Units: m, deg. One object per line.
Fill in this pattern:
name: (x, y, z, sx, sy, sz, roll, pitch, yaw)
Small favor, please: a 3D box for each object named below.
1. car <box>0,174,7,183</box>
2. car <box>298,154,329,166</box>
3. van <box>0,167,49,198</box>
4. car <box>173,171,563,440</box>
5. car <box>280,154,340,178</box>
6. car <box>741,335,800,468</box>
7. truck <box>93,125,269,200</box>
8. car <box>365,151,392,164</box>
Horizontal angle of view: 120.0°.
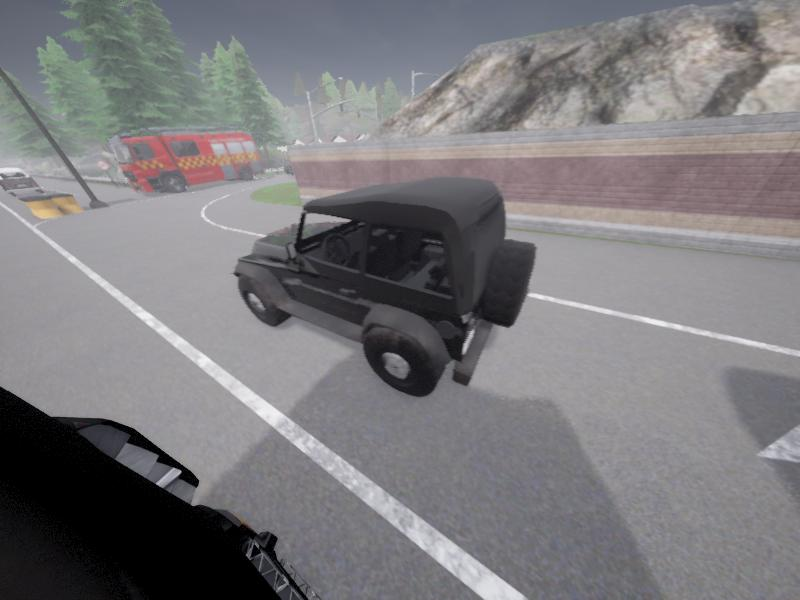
car: (-68.415, -20.498, 38.579, 4.974, 1.542, 2.038, 17, 39, 26)
car: (-14.981, -24.186, 39.942, 4.792, 1.488, 2.163, 17, 38, 27)
van: (-34.044, -10.511, 20.478, 4.480, 2.038, 2.069, 17, 38, 27)
car: (-0.470, -0.516, 3.029, 3.866, 1.878, 1.905, 16, 38, 27)
car: (-8.330, -12.767, 21.945, 2.038, 1.542, 4.974, 16, 38, 26)
car: (4.593, 1.123, 0.485, 3.705, 1.549, 1.789, 17, 38, 27)
truck: (-15.382, -10.712, 17.535, 2.891, 3.827, 8.468, 17, 41, 27)
car: (-3.180, -21.479, 34.865, 1.994, 1.385, 4.181, 16, 38, 26)
